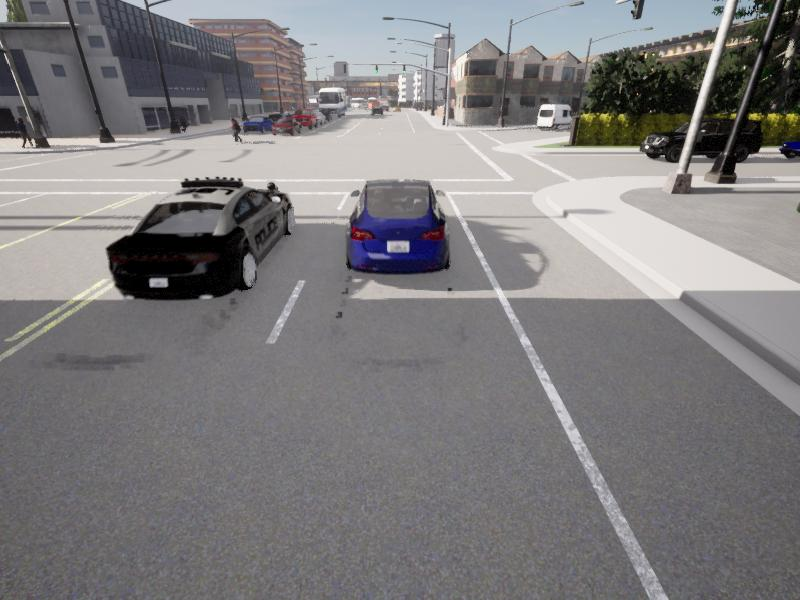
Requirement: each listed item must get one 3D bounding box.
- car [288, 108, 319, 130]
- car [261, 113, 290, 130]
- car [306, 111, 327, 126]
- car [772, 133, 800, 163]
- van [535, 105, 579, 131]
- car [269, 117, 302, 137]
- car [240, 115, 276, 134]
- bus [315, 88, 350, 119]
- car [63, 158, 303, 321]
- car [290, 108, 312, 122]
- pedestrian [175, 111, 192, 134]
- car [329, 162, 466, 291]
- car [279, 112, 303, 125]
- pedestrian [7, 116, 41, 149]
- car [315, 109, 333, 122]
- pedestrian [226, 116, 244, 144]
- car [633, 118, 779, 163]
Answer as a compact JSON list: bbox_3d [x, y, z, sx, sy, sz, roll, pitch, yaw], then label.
[{"bbox_3d":[-10.797,-20.500,45.272,2.150,2.045,5.566,0,27,0],"label":"car"},{"bbox_3d":[-14.308,-20.700,46.284,1.837,1.490,4.892,0,27,0],"label":"car"},{"bbox_3d":[-10.844,-23.677,52.104,1.812,1.442,4.674,0,27,0],"label":"car"},{"bbox_3d":[23.273,-8.122,21.338,4.718,1.301,1.895,0,26,0],"label":"car"},{"bbox_3d":[17.790,-20.628,45.163,1.988,2.561,5.915,24,35,39],"label":"van"},{"bbox_3d":[-10.729,-16.462,37.911,1.812,1.442,4.674,0,27,0],"label":"car"},{"bbox_3d":[-14.274,-17.804,40.482,1.882,1.535,5.008,0,27,0],"label":"car"},{"bbox_3d":[-10.822,-32.430,65.681,3.944,4.253,10.273,0,28,0],"label":"bus"},{"bbox_3d":[-3.541,-1.617,8.037,1.930,1.638,5.238,0,27,0],"label":"car"},{"bbox_3d":[-14.389,-27.037,58.414,1.882,1.535,5.008,0,28,0],"label":"car"},{"bbox_3d":[-20.222,-16.568,37.330,0.751,1.860,0.751,3,27,6],"label":"pedestrian"},{"bbox_3d":[-0.046,-1.910,8.788,2.163,1.488,4.792,0,27,0],"label":"car"},{"bbox_3d":[-14.336,-24.009,52.825,1.994,1.385,4.181,0,27,1],"label":"car"},{"bbox_3d":[-23.433,-10.426,24.964,0.751,1.860,0.751,1,26,2],"label":"pedestrian"},{"bbox_3d":[-10.881,-26.556,57.570,1.816,1.474,4.193,0,28,0],"label":"car"},{"bbox_3d":[-12.272,-12.655,29.793,0.751,1.860,0.751,-21,33,-36],"label":"pedestrian"},{"bbox_3d":[15.940,-8.465,21.184,5.566,2.045,2.150,0,26,0],"label":"car"}]
